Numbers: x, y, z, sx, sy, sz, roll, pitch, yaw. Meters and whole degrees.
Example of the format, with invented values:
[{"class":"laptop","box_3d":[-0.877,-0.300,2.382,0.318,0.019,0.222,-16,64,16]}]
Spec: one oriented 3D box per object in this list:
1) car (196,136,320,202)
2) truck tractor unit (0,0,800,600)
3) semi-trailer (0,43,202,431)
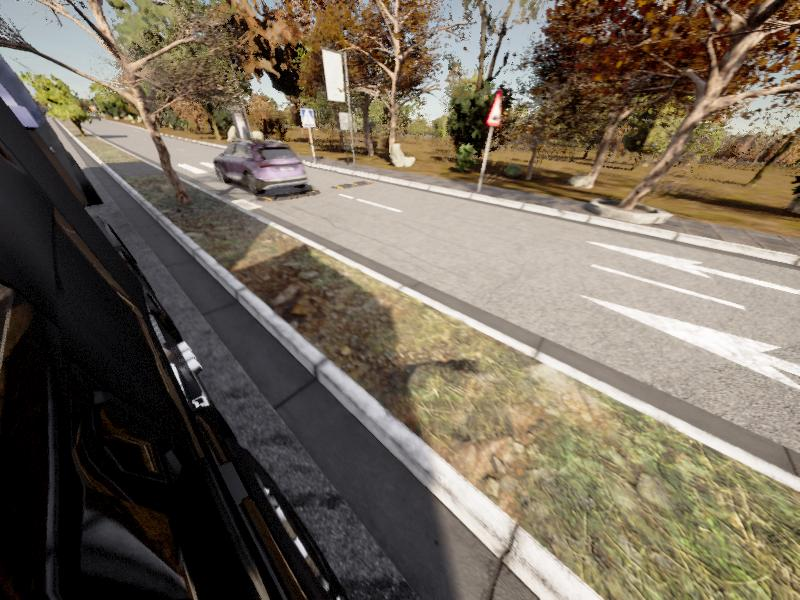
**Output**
[{"class":"car","box_3d":[-5.579,-5.324,9.050,4.856,1.649,2.033,28,43,30]},{"class":"truck tractor unit","box_3d":[-2.645,-0.295,0.351,6.516,4.208,3.053,28,44,30]},{"class":"semi-trailer","box_3d":[-8.701,-3.594,4.239,14.254,4.402,2.717,28,44,30]}]
